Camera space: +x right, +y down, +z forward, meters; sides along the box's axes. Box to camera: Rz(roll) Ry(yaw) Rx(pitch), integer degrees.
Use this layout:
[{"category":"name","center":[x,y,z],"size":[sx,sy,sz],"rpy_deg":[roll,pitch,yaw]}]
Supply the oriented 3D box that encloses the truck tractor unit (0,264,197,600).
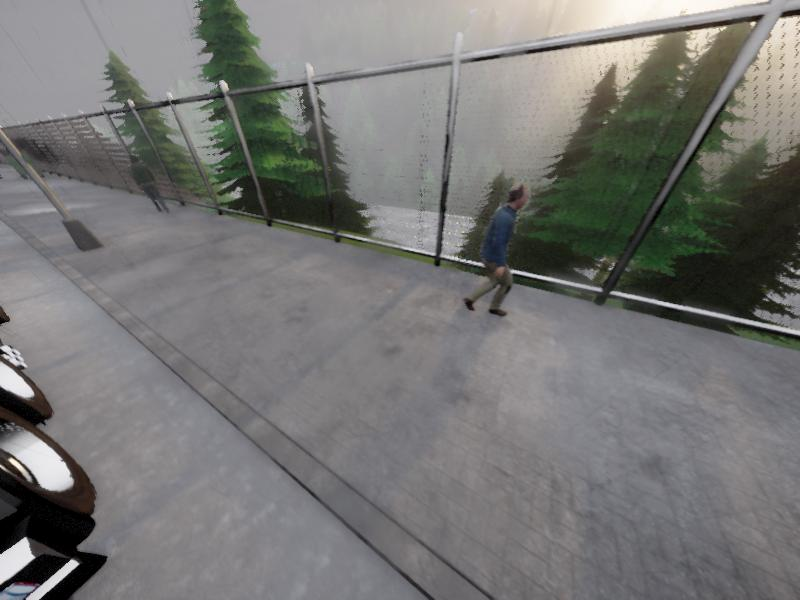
[{"category":"truck tractor unit","center":[-5.112,-0.300,0.781],"size":[6.516,4.208,3.053],"rpy_deg":[18,39,24]}]

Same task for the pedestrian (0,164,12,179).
[{"category":"pedestrian","center":[-28.332,-9.403,15.927],"size":[0.751,1.860,0.751],"rpy_deg":[18,39,25]}]

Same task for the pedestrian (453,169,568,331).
[{"category":"pedestrian","center":[1.202,-0.575,2.969],"size":[0.751,1.860,0.751],"rpy_deg":[4,35,7]}]

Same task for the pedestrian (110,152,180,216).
[{"category":"pedestrian","center":[-8.695,-3.984,7.957],"size":[0.751,1.860,0.751],"rpy_deg":[20,40,27]}]
